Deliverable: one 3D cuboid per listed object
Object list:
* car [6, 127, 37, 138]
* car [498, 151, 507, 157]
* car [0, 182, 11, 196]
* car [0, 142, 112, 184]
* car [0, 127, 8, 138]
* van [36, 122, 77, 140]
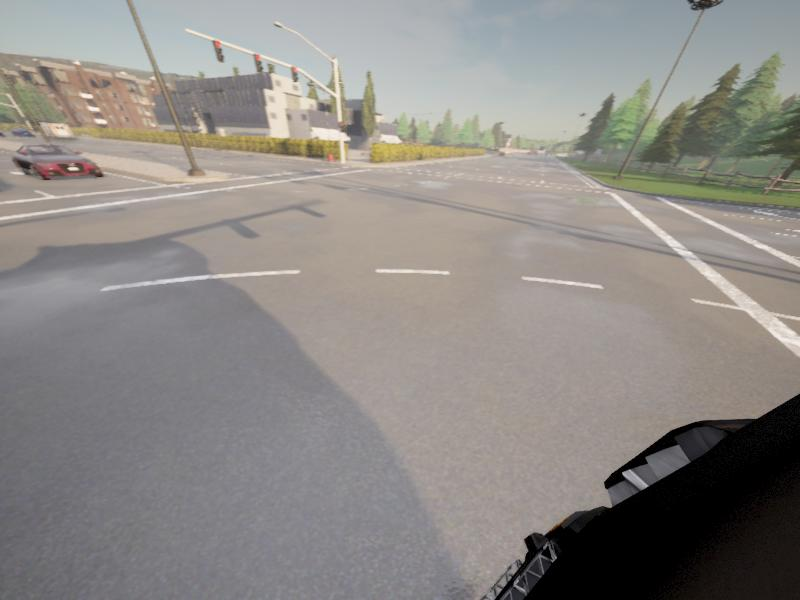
[{"bbox_3d":[-71.267,-31.536,43.498,4.674,1.442,1.812,18,37,21],"label":"car"},{"bbox_3d":[35.107,-50.077,79.194,2.128,1.511,4.902,13,35,15],"label":"car"},{"bbox_3d":[-16.840,-4.683,8.010,5.027,1.651,2.152,18,37,20],"label":"car"},{"bbox_3d":[-16.999,-6.824,11.382,4.181,1.385,1.994,18,37,20],"label":"car"},{"bbox_3d":[-71.993,-29.600,40.518,4.974,1.542,2.038,18,37,20],"label":"car"},{"bbox_3d":[-65.921,-32.434,44.364,6.366,2.431,2.351,18,37,21],"label":"van"}]
